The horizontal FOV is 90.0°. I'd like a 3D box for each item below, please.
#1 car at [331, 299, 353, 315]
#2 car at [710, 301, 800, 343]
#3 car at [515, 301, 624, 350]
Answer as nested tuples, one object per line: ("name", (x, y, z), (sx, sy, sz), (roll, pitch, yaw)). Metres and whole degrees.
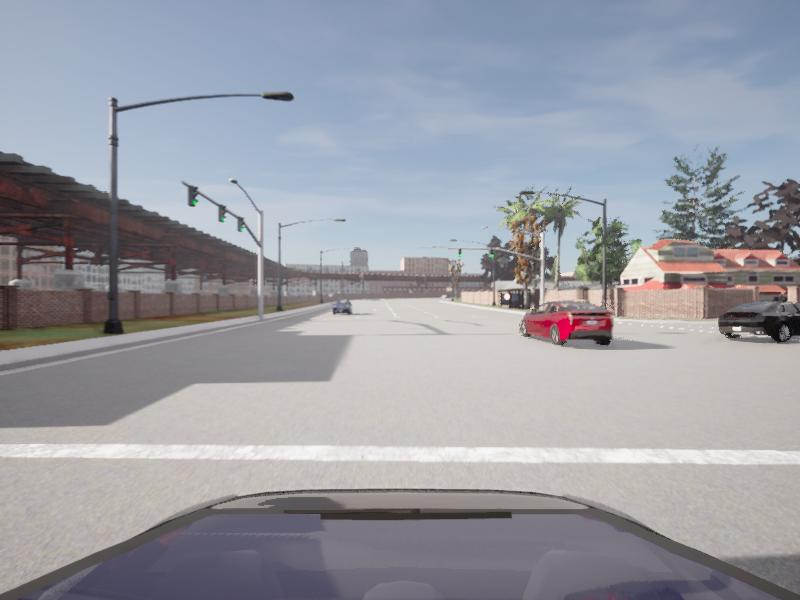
("car", (-5.698, 0.690, 39.752), (1.845, 1.501, 3.633), (0, 1, -3))
("car", (15.026, 0.839, 15.879), (4.892, 1.490, 1.837), (0, -2, -19))
("car", (6.101, 0.818, 15.075), (2.007, 1.525, 4.514), (0, 0, -3))
